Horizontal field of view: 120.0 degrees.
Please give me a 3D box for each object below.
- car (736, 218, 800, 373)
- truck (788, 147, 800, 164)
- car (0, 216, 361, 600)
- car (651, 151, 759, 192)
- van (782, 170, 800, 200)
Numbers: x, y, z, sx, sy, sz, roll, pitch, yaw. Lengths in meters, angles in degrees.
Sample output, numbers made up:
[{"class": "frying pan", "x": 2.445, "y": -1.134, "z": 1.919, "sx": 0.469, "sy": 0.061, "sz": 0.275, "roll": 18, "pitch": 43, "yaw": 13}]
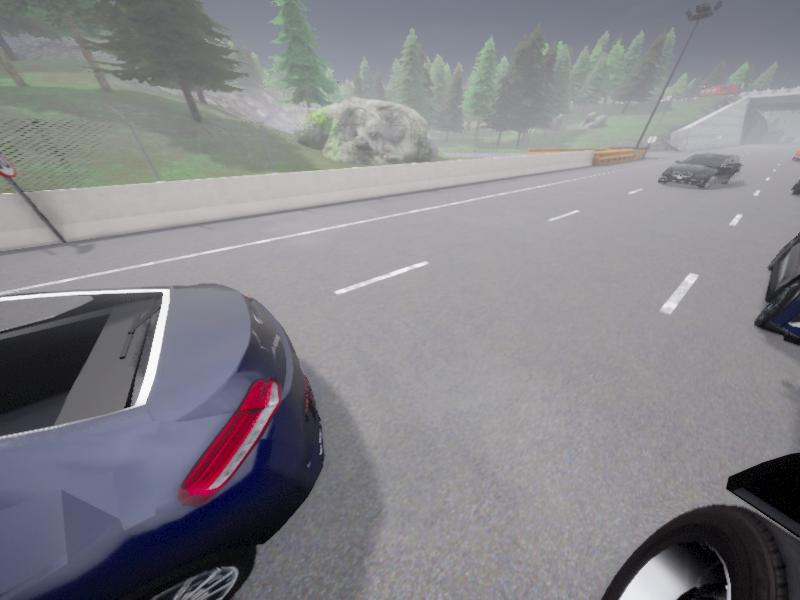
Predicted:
[{"class": "car", "x": 6.924, "y": -0.390, "z": 2.987, "sx": 4.856, "sy": 1.649, "sz": 2.033, "roll": -22, "pitch": 41, "yaw": -28}, {"class": "truck", "x": 40.619, "y": -14.593, "z": 22.103, "sx": 5.204, "sy": 2.467, "sz": 2.627, "roll": -22, "pitch": 41, "yaw": -28}, {"class": "car", "x": -2.969, "y": 1.210, "z": 0.806, "sx": 5.027, "sy": 1.651, "sz": 2.152, "roll": -22, "pitch": 41, "yaw": -28}, {"class": "car", "x": 16.347, "y": -7.021, "z": 12.421, "sx": 4.892, "sy": 1.490, "sz": 1.837, "roll": -16, "pitch": 39, "yaw": -21}, {"class": "van", "x": 18.968, "y": -5.508, "z": 9.792, "sx": 4.480, "sy": 2.038, "sz": 2.069, "roll": -22, "pitch": 41, "yaw": -29}]
